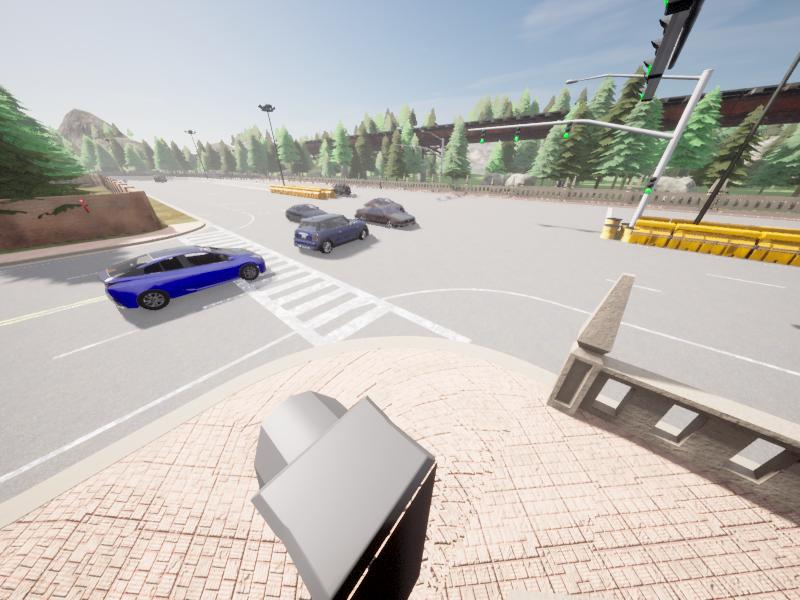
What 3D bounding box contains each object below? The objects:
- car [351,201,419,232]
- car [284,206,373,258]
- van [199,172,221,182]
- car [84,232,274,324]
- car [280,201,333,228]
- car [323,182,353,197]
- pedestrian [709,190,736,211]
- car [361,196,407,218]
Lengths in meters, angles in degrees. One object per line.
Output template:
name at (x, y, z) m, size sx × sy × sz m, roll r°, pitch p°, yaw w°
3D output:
car at (-1.299, -6.700, 18.217) m, size 5.357 × 1.411 × 2.033 m, roll 23°, pitch 37°, yaw 34°
car at (-3.831, -4.146, 13.392) m, size 2.097 × 1.767 × 4.553 m, roll 17°, pitch 34°, yaw 26°
van at (-58.067, -37.505, 70.530) m, size 6.366 × 2.431 × 2.351 m, roll 17°, pitch 34°, yaw 27°
car at (-7.559, -1.163, 8.494) m, size 2.007 × 1.525 × 4.514 m, roll 21°, pitch 36°, yaw 32°
car at (-7.662, -7.092, 18.921) m, size 4.181 × 1.385 × 1.994 m, roll 23°, pitch 37°, yaw 34°
car at (-9.719, -17.391, 36.254) m, size 4.605 × 1.855 × 1.932 m, roll 23°, pitch 37°, yaw 33°
pedestrian at (31.887, -9.870, 22.887) m, size 0.751 × 1.860 × 0.751 m, roll 23°, pitch 37°, yaw 34°
car at (-1.577, -9.099, 22.397) m, size 4.181 × 1.385 × 1.994 m, roll 23°, pitch 37°, yaw 34°
